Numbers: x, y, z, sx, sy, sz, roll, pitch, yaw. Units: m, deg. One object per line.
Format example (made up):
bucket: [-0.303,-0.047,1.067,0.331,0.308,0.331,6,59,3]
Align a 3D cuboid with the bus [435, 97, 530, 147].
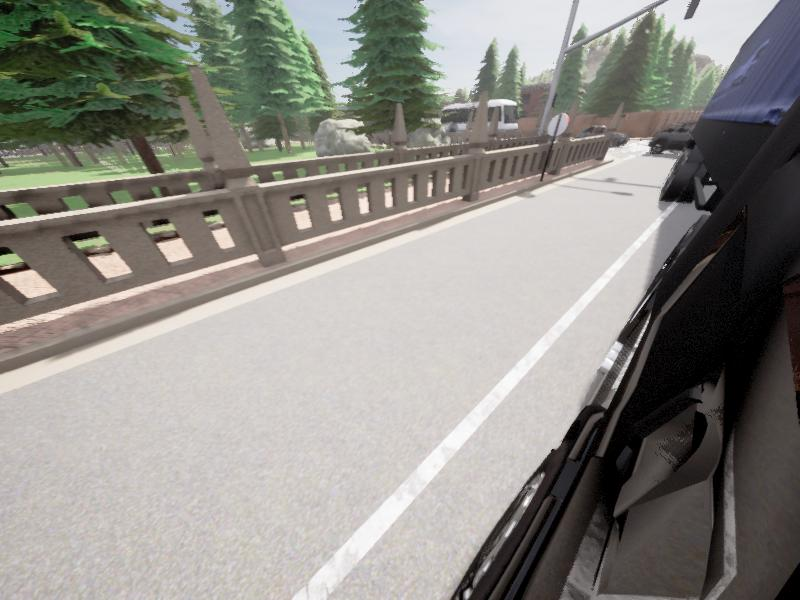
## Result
bus: [9.635,-22.158,29.037,3.944,4.253,10.273,-28,44,-30]

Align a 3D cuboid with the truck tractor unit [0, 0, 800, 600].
truck tractor unit: [2.645,-0.295,0.351,6.516,4.208,3.053,-28,44,-30]

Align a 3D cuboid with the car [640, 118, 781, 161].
car: [18.238,-9.825,14.082,1.932,1.855,4.605,-4,37,-5]

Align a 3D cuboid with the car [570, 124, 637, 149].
car: [18.454,-14.959,21.135,1.851,1.617,3.988,-29,44,-30]

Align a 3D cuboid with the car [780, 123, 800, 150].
car: [27.990,-10.357,14.506,3.633,1.501,1.845,20,42,27]

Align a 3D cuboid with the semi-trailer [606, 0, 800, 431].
semi-trailer: [8.258,-3.871,4.619,2.717,4.402,14.254,29,47,34]

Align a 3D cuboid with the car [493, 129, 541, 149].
car: [11.721,-16.252,23.319,1.845,1.501,3.633,-28,44,-30]
